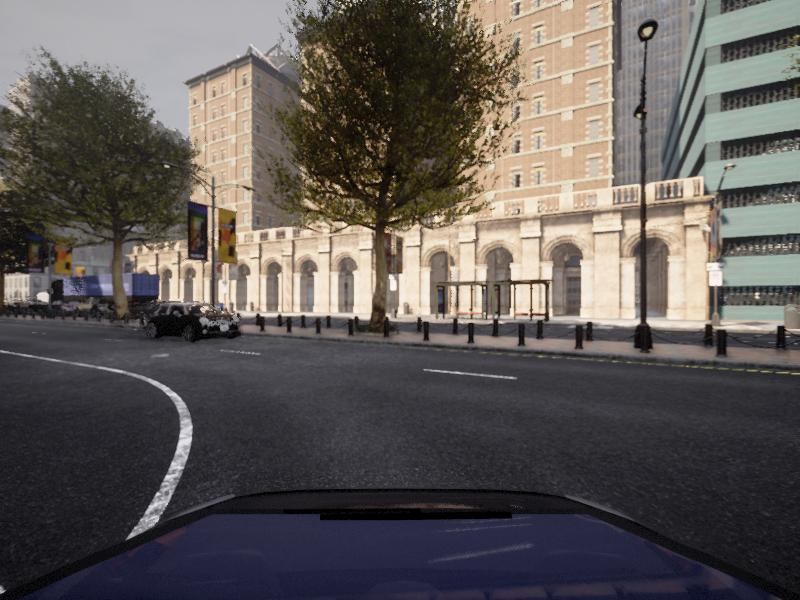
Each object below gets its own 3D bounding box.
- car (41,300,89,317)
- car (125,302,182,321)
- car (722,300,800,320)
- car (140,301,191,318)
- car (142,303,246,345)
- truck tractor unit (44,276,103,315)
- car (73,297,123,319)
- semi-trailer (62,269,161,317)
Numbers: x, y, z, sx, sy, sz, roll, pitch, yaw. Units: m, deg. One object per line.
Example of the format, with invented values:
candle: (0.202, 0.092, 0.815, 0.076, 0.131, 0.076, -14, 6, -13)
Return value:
car: (-32.834, 0.779, 39.142, 4.856, 1.649, 2.033, 0, 0, 29)
car: (-19.502, 0.870, 31.632, 4.674, 1.442, 1.812, 0, 0, 29)
car: (28.150, 0.750, 30.909, 4.786, 1.482, 2.161, 0, 0, 29)
car: (-21.582, 0.845, 36.806, 4.892, 1.490, 1.837, 0, 0, 29)
car: (-8.292, 0.853, 16.089, 3.806, 1.475, 1.970, 0, 0, 29)
truck tractor unit: (-37.397, -0.479, 45.737, 6.516, 4.208, 3.053, -1, 0, 29)
car: (-27.187, 0.654, 35.950, 4.605, 1.855, 1.932, 0, 0, 30)
semi-trailer: (-30.494, -0.618, 41.841, 14.254, 4.402, 2.717, 0, 0, 29)
